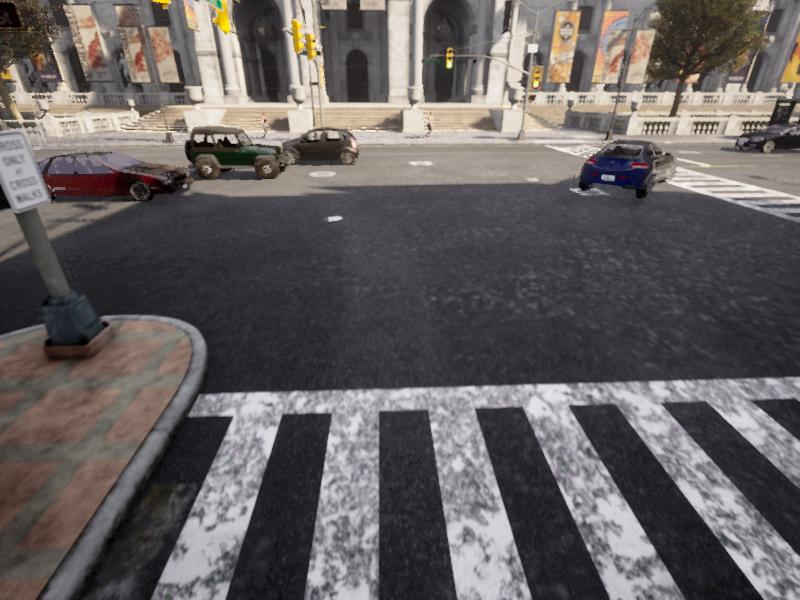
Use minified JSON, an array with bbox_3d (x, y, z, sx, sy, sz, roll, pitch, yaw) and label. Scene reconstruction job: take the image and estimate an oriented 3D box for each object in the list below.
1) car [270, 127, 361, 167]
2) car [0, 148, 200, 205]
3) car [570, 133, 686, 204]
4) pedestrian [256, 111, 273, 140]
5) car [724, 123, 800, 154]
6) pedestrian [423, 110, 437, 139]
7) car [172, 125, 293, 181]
[{"bbox_3d":[-3.968,-7.494,19.490,3.988,1.617,1.851,-1,27,-2],"label":"car"},{"bbox_3d":[-9.826,-4.076,13.048,5.357,1.411,2.033,-1,27,-3],"label":"car"},{"bbox_3d":[8.341,-4.913,14.455,2.152,1.651,5.027,22,34,36],"label":"car"},{"bbox_3d":[-9.570,-12.339,28.267,0.751,1.860,0.751,-1,27,-3],"label":"pedestrian"},{"bbox_3d":[22.716,-9.615,23.766,4.902,1.511,2.128,-1,27,-2],"label":"car"},{"bbox_3d":[2.144,-12.713,29.012,0.751,1.860,0.751,-5,28,-10],"label":"pedestrian"},{"bbox_3d":[-6.565,-5.969,16.191,3.866,1.878,1.905,-1,27,-3],"label":"car"}]
